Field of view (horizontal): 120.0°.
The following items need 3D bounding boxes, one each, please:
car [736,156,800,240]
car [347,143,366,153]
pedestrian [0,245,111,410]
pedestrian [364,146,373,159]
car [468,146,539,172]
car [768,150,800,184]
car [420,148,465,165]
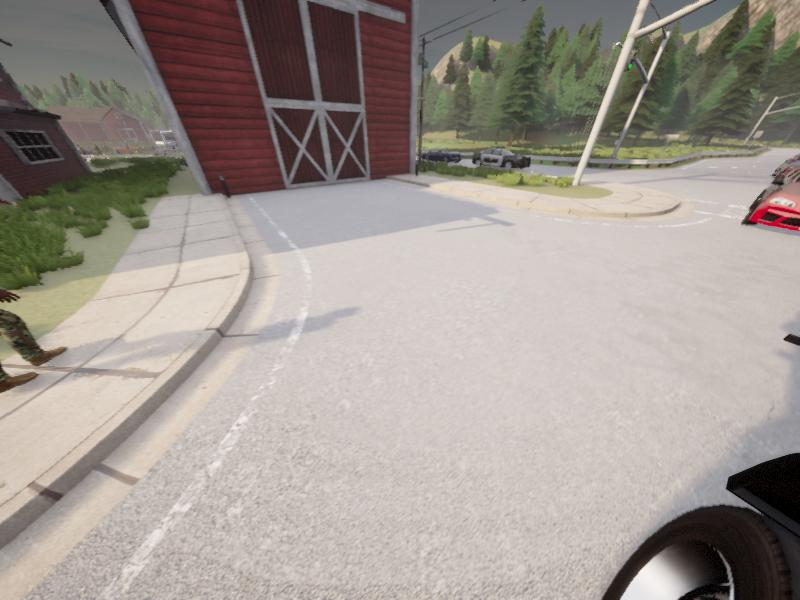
[{"bbox_3d":[12.355,-3.041,6.668,4.611,1.667,2.242,-23,41,-29],"label":"car"},{"bbox_3d":[-8.529,-29.587,44.938,1.851,1.617,3.988,-23,41,-28],"label":"car"},{"bbox_3d":[-3.925,0.009,2.016,0.751,1.860,0.751,8,36,12],"label":"pedestrian"},{"bbox_3d":[-3.929,-18.638,29.208,0.751,1.300,0.751,-25,42,-31],"label":"pedestrian"},{"bbox_3d":[8.756,-12.406,20.156,1.930,1.638,5.238,-23,41,-28],"label":"car"},{"bbox_3d":[24.036,-7.873,13.593,4.193,1.474,1.816,-27,43,-32],"label":"car"},{"bbox_3d":[4.474,-15.671,25.173,1.895,1.301,4.718,-23,41,-28],"label":"car"}]
